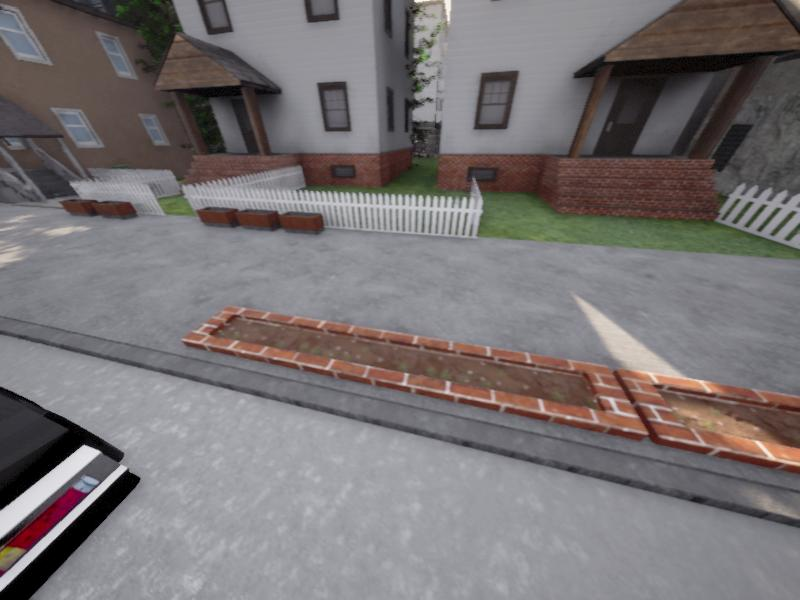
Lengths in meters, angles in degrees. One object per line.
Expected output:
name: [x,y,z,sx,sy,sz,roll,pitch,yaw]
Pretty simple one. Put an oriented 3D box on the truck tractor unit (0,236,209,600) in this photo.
truck tractor unit: [-5.314,-0.009,0.367,6.516,4.208,3.053,8,36,11]
